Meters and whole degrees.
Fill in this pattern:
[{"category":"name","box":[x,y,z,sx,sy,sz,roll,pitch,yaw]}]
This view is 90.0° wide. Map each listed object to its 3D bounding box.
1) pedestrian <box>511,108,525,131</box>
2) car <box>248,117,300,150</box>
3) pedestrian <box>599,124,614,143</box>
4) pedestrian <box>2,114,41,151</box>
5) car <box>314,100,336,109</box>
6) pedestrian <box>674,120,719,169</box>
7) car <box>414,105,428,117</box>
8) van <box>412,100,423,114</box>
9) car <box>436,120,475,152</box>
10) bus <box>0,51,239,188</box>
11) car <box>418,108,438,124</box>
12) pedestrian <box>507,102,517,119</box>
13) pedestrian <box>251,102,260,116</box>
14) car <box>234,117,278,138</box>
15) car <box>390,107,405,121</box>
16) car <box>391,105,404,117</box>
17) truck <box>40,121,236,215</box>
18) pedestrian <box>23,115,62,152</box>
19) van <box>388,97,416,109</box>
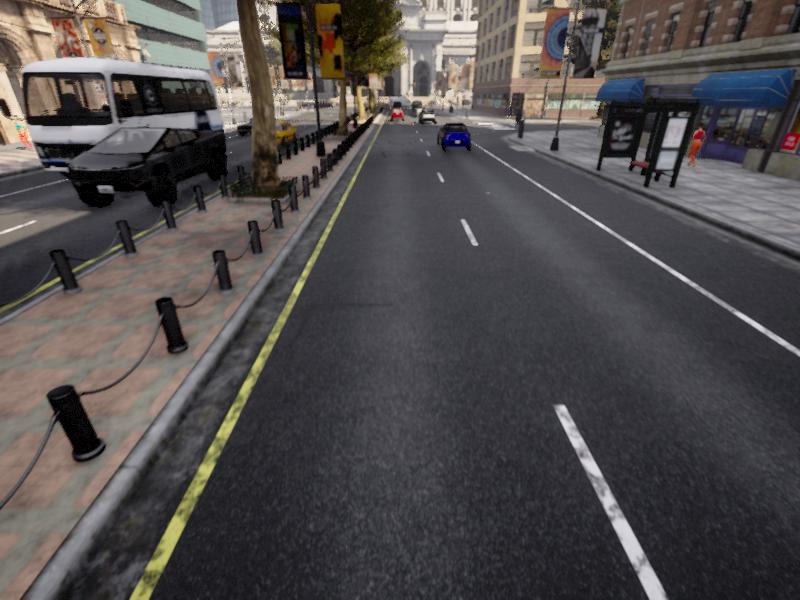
[{"category":"pedestrian","box":[10.768,-16.511,36.555,0.751,1.860,0.751,-1,27,-1]},{"category":"car","box":[-8.166,-11.122,26.506,1.801,1.575,5.366,0,27,0]},{"category":"pedestrian","box":[13.545,-10.941,26.226,0.500,1.100,0.500,1,27,2]},{"category":"pedestrian","box":[-21.319,-9.434,22.581,0.751,1.860,0.751,5,28,10]},{"category":"car","box":[-17.229,-44.878,91.768,4.605,1.855,1.932,0,27,0]},{"category":"pedestrian","box":[12.487,-6.567,16.907,0.751,1.860,0.751,-3,27,-5]},{"category":"car","box":[3.166,-28.254,59.799,1.845,1.501,3.633,-1,27,-1]},{"category":"van","box":[3.002,-34.014,70.485,1.775,1.987,4.442,0,27,0]},{"category":"car","box":[3.357,-10.326,25.041,1.816,1.474,4.193,0,27,0]},{"category":"bus","box":[-11.475,-8.307,18.136,3.944,4.253,10.273,0,27,-1]},{"category":"car","box":[3.204,-21.493,46.671,2.007,1.525,4.514,0,27,0]},{"category":"pedestrian","box":[14.510,-24.573,51.867,0.751,1.860,0.751,-15,31,-27]},{"category":"pedestrian","box":[-21.007,-27.773,58.193,0.751,1.860,0.751,2,27,4]},{"category":"car","box":[-11.705,-14.196,32.799,1.895,1.301,4.718,0,27,0]},{"category":"car","box":[-0.322,-23.585,50.708,1.789,1.549,3.705,0,27,0]},{"category":"car","box":[-0.389,-28.823,60.997,2.007,1.525,4.514,0,27,0]},{"category":"truck","box":[-8.082,-4.754,13.577,2.390,2.098,6.274,0,27,0]},{"category":"pedestrian","box":[-19.787,-9.232,22.183,0.751,1.860,0.751,1,27,3]},{"category":"van","box":[0.426,-45.163,91.653,6.366,2.431,2.351,0,27,0]}]
